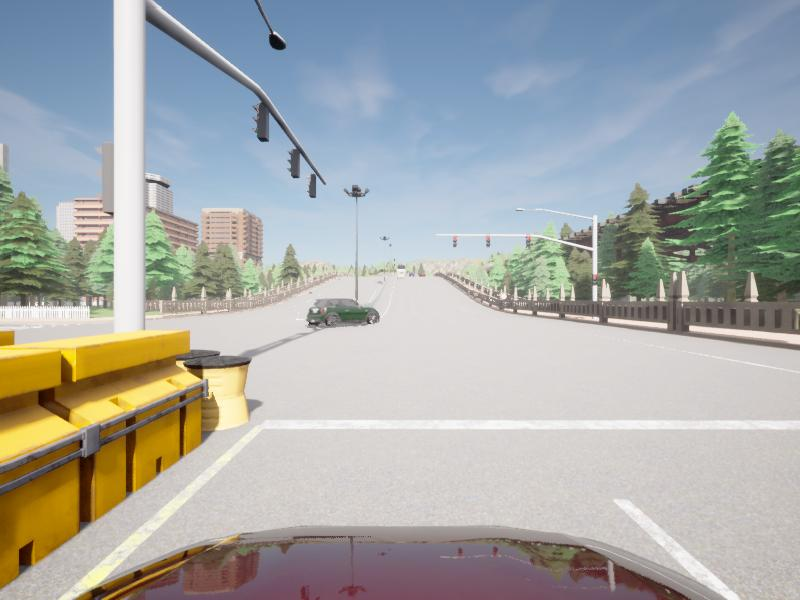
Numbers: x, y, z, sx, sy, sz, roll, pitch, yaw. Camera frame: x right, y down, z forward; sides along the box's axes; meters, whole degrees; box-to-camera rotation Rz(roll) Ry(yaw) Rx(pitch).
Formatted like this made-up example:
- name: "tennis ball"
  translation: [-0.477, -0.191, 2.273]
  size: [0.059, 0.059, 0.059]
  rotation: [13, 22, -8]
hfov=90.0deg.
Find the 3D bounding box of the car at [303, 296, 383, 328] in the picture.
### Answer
- name: "car"
  translation: [-3.435, 0.688, 24.684]
  size: [4.553, 1.767, 2.097]
  rotation: [0, 0, -45]
